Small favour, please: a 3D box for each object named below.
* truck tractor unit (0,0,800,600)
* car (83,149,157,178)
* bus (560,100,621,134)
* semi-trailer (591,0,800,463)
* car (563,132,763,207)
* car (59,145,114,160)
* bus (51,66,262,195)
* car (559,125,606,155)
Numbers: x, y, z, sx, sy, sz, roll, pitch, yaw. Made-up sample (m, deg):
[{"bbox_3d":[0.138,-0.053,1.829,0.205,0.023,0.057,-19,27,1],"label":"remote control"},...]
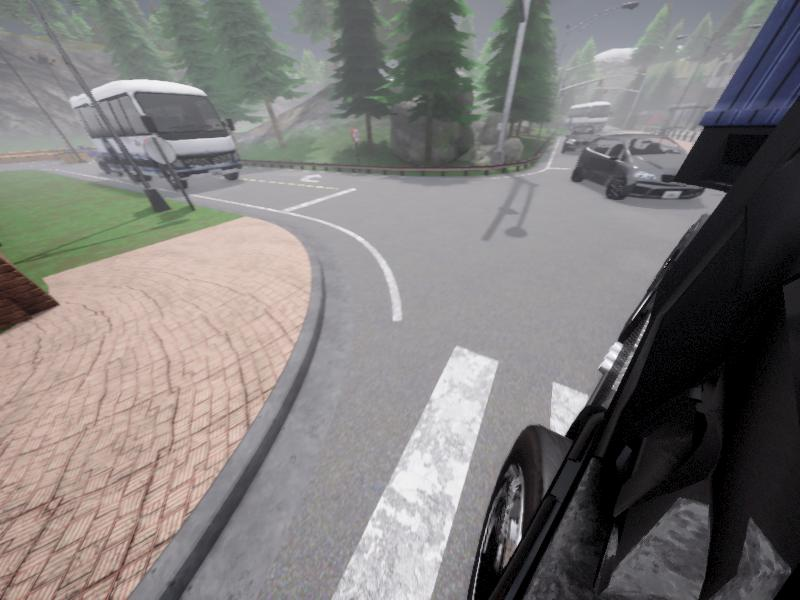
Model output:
[{"bbox_3d":[2.645,-0.295,0.351,6.516,4.208,3.053,-28,44,-30],"label":"truck tractor unit"},{"bbox_3d":[-21.294,-10.484,17.590,4.902,1.511,2.128,18,42,25],"label":"car"},{"bbox_3d":[34.218,-33.395,42.385,3.944,4.253,10.273,5,37,10],"label":"bus"},{"bbox_3d":[10.099,-1.396,1.209,14.254,4.402,2.717,-2,37,0],"label":"semi-trailer"},{"bbox_3d":[8.208,-4.803,8.148,2.242,1.667,4.611,4,37,9],"label":"car"},{"bbox_3d":[-47.610,-22.523,35.173,2.007,1.525,4.514,18,41,25],"label":"car"},{"bbox_3d":[-13.521,-9.092,12.996,10.273,4.253,3.944,18,42,25],"label":"bus"},{"bbox_3d":[14.329,-12.760,18.350,2.242,1.667,4.611,18,42,25],"label":"car"}]
